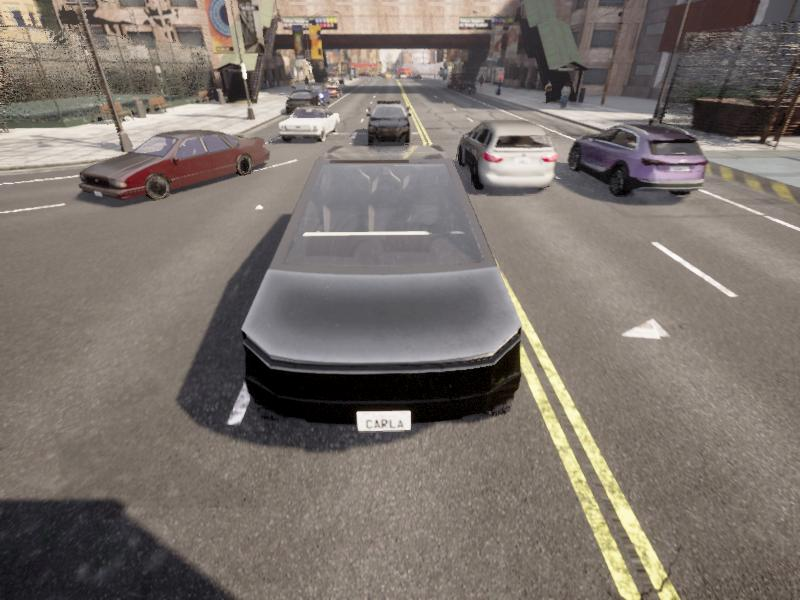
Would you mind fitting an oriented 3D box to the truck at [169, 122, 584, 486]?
[{"bbox_3d":[-0.189,-0.949,5.541,2.390,2.098,6.274,-1,30,-1],"label":"truck"}]

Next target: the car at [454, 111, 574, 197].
[{"bbox_3d":[3.146,-4.662,12.293,2.242,1.667,4.611,-1,30,-1],"label":"car"}]

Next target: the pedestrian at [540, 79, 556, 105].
[{"bbox_3d":[12.436,-17.464,33.590,0.751,1.860,0.751,-2,30,-3],"label":"pedestrian"}]

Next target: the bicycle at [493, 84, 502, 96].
[{"bbox_3d":[10.874,-23.511,44.783,0.373,1.024,1.643,8,30,-6],"label":"bicycle"}]

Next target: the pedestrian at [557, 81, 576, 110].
[{"bbox_3d":[12.243,-15.080,29.516,0.751,1.860,0.751,0,30,0],"label":"pedestrian"}]

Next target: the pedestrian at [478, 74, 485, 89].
[{"bbox_3d":[11.499,-30.918,56.587,0.751,1.860,0.751,-1,30,-1],"label":"pedestrian"}]

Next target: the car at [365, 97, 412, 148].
[{"bbox_3d":[-0.517,-8.500,18.899,1.930,1.638,5.238,-1,30,-1],"label":"car"}]

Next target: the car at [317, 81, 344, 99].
[{"bbox_3d":[-7.660,-23.407,44.516,2.231,1.521,4.892,-1,30,-1],"label":"car"}]

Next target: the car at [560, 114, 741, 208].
[{"bbox_3d":[6.671,-4.222,11.566,2.033,1.649,4.856,-1,30,-1],"label":"car"}]

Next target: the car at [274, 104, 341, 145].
[{"bbox_3d":[-4.325,-8.636,19.493,1.895,1.301,4.718,2,30,3],"label":"car"}]

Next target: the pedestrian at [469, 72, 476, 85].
[{"bbox_3d":[12.340,-37.650,68.088,0.751,1.860,0.751,-5,31,-8],"label":"pedestrian"}]

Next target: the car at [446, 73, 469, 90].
[{"bbox_3d":[8.623,-33.244,60.749,2.435,2.045,5.566,-1,30,-1],"label":"car"}]

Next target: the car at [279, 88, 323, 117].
[{"bbox_3d":[-7.185,-14.725,29.675,2.097,1.535,5.008,-1,30,-1],"label":"car"}]

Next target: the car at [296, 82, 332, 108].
[{"bbox_3d":[-7.463,-18.076,35.153,2.185,1.767,4.553,-1,30,-1],"label":"car"}]

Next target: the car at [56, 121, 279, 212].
[{"bbox_3d":[-6.287,-4.176,11.783,2.033,1.411,5.357,14,33,23],"label":"car"}]

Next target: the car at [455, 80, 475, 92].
[{"bbox_3d":[8.827,-29.195,54.552,1.895,1.301,4.718,-1,30,-1],"label":"car"}]
